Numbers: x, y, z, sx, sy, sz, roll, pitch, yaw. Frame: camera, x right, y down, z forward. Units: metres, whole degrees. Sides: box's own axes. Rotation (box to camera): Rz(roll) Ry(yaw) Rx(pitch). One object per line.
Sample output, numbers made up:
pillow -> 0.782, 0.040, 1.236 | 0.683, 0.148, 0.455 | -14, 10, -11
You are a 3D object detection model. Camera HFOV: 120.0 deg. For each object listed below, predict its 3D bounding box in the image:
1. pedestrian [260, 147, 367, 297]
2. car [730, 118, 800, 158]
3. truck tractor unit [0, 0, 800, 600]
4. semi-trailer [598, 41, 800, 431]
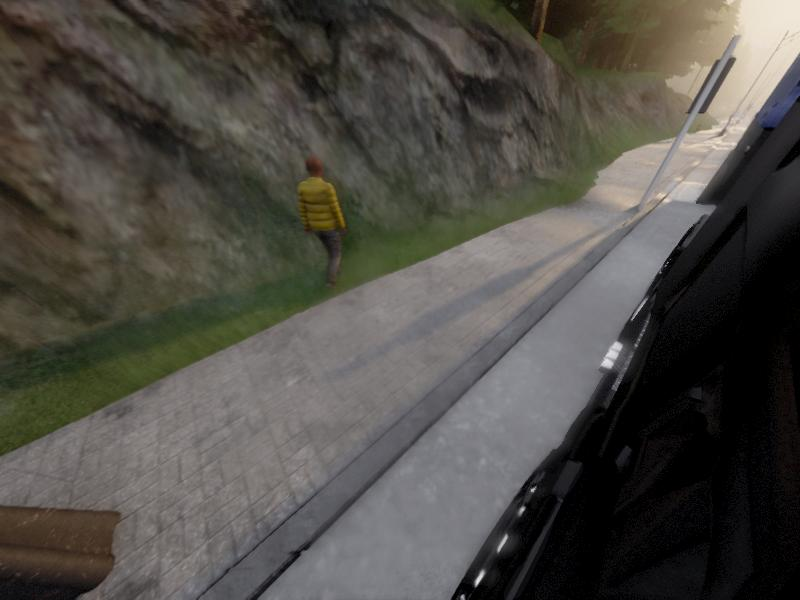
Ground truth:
pedestrian -> -1.082, -1.065, 3.354 | 0.751, 1.860, 0.751 | 9, 38, 14
car -> 22.737, -9.990, 14.153 | 4.611, 1.667, 2.242 | -28, 44, -30
truck tractor unit -> 2.645, -0.295, 0.351 | 6.516, 4.208, 3.053 | -28, 44, -30
semi-trailer -> 8.696, -3.607, 4.230 | 14.254, 4.402, 2.717 | -28, 44, -30
